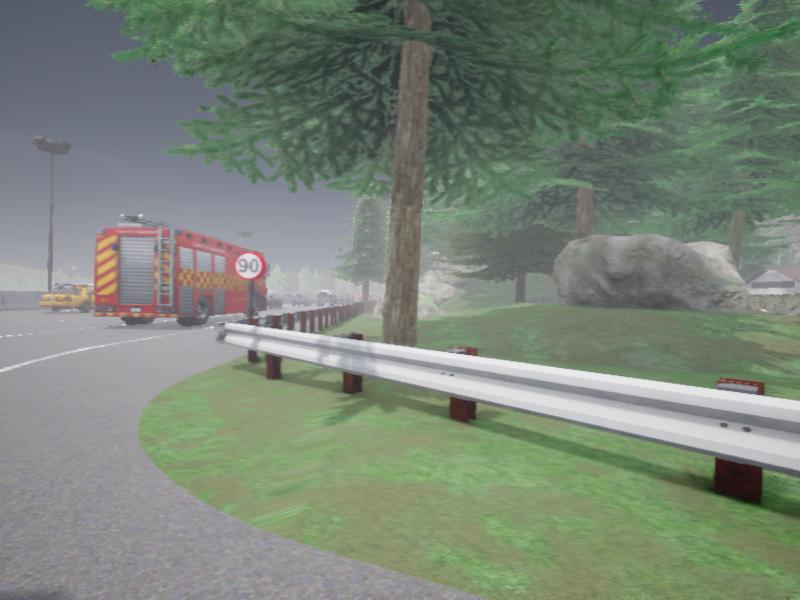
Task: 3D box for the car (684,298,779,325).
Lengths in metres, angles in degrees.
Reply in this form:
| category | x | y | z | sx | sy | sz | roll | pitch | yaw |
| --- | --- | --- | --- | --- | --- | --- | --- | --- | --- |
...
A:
| category | x | y | z | sx | sy | sz | roll | pitch | yaw |
| --- | --- | --- | --- | --- | --- | --- | --- | --- | --- |
| car | 21.670 | 0.719 | 26.509 | 1.801 | 1.575 | 5.366 | 1 | 0 | -1 |

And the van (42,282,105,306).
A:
| category | x | y | z | sx | sy | sz | roll | pitch | yaw |
| --- | --- | --- | --- | --- | --- | --- | --- | --- | --- |
| van | -29.727 | -0.541 | 36.629 | 2.069 | 2.038 | 4.480 | 1 | 0 | -1 |

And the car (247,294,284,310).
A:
| category | x | y | z | sx | sy | sz | roll | pitch | yaw |
| --- | --- | --- | --- | --- | --- | --- | --- | --- | --- |
| car | -12.236 | 0.174 | 36.812 | 1.895 | 1.301 | 4.718 | 1 | 0 | -1 |

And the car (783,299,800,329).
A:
| category | x | y | z | sx | sy | sz | roll | pitch | yaw |
| --- | --- | --- | --- | --- | --- | --- | --- | --- | --- |
| car | 21.762 | 0.757 | 19.200 | 1.882 | 1.535 | 5.008 | 1 | 0 | -1 |

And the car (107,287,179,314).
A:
| category | x | y | z | sx | sy | sz | roll | pitch | yaw |
| --- | --- | --- | --- | --- | --- | --- | --- | --- | --- |
| car | -15.522 | 0.048 | 24.432 | 1.970 | 1.475 | 3.806 | 1 | 0 | -1 |

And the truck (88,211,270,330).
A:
| category | x | y | z | sx | sy | sz | roll | pitch | yaw |
| --- | --- | --- | --- | --- | --- | --- | --- | --- | --- |
| truck | -8.547 | -0.972 | 17.197 | 2.891 | 3.827 | 8.468 | 1 | 0 | 2 |

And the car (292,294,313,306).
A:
| category | x | y | z | sx | sy | sz | roll | pitch | yaw |
| --- | --- | --- | --- | --- | --- | --- | --- | --- | --- |
| car | -12.485 | 0.017 | 51.321 | 1.845 | 1.501 | 3.633 | 1 | 0 | -1 |

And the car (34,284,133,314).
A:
| category | x | y | z | sx | sy | sz | roll | pitch | yaw |
| --- | --- | --- | --- | --- | --- | --- | --- | --- | --- |
| car | -19.022 | -0.072 | 24.458 | 1.801 | 1.575 | 5.366 | 1 | 0 | -1 |

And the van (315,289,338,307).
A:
| category | x | y | z | sx | sy | sz | roll | pitch | yaw |
| --- | --- | --- | --- | --- | --- | --- | --- | --- | --- |
| van | -8.938 | -0.176 | 49.265 | 2.069 | 2.038 | 4.480 | 1 | -1 | -1 |

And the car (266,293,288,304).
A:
| category | x | y | z | sx | sy | sz | roll | pitch | yaw |
| --- | --- | --- | --- | --- | --- | --- | --- | --- | --- |
| car | -19.695 | -0.230 | 64.249 | 2.242 | 1.667 | 4.611 | 1 | 0 | -1 |
